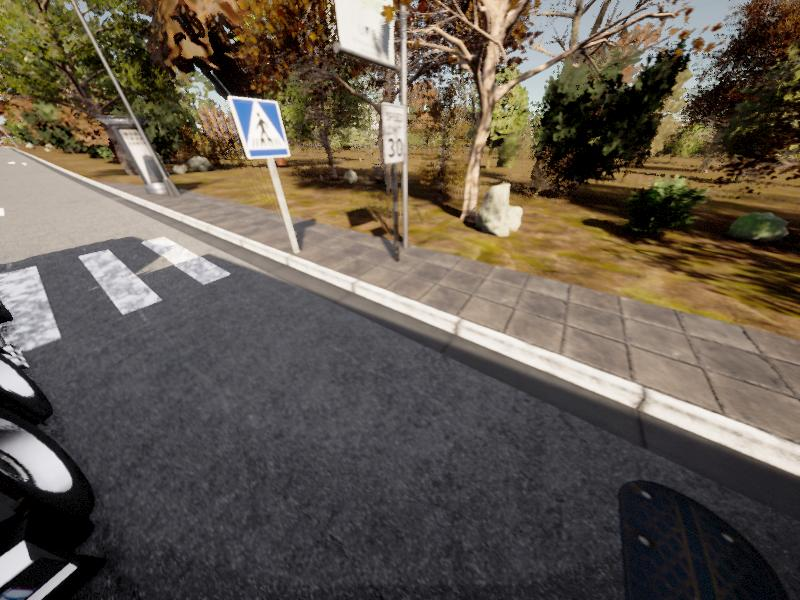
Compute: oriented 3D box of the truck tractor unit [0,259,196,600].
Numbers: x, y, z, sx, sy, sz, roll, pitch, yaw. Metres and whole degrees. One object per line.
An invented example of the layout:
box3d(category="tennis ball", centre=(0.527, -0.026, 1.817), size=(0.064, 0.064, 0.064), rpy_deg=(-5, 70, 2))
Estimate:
box3d(category="truck tractor unit", centre=(-5.104, -0.307, 0.792), size=(6.516, 4.208, 3.053), rpy_deg=(19, 39, 25))
